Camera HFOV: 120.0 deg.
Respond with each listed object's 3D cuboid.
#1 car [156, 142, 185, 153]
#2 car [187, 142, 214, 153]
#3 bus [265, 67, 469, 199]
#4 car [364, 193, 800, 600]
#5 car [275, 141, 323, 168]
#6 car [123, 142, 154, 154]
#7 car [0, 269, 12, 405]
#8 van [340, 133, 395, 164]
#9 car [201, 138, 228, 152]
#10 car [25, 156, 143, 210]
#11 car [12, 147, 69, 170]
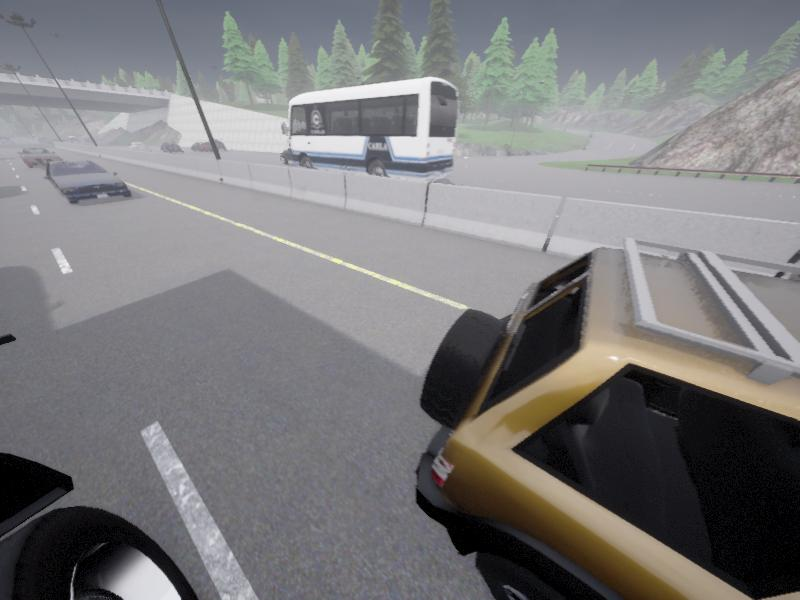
[{"bbox_3d":[-37.060,-24.652,37.293,4.193,1.474,1.816,22,41,28],"label":"car"},{"bbox_3d":[-33.349,-25.600,38.668,4.193,1.474,1.816,22,41,28],"label":"car"},{"bbox_3d":[-2.149,-8.988,12.950,10.273,4.253,3.944,22,41,28],"label":"bus"},{"bbox_3d":[2.320,1.108,0.722,4.605,1.855,1.932,23,41,29],"label":"car"},{"bbox_3d":[-9.307,-13.494,21.329,3.866,1.878,1.905,22,41,28],"label":"car"},{"bbox_3d":[-40.593,-23.618,35.827,4.674,1.442,1.812,22,41,28],"label":"car"},{"bbox_3d":[-6.613,0.047,2.390,4.856,1.649,2.033,22,41,28],"label":"car"},{"bbox_3d":[-3.491,-16.318,24.816,5.915,2.561,1.988,22,41,28],"label":"van"},{"bbox_3d":[-34.193,-28.573,42.531,4.605,1.855,1.932,23,41,28],"label":"car"},{"bbox_3d":[-13.798,-5.264,10.054,5.357,1.411,2.033,22,41,28],"label":"car"},{"bbox_3d":[-30.401,-12.033,19.543,4.181,1.385,1.994,22,41,28],"label":"car"}]
